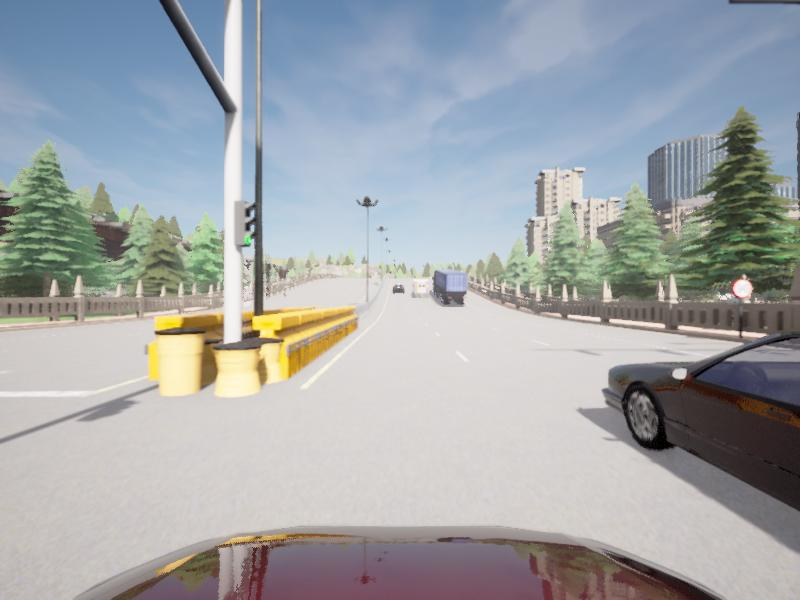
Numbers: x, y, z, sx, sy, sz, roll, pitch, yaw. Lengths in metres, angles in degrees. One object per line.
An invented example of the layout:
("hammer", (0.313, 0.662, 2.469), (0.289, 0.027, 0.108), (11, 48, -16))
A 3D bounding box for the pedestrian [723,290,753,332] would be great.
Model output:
("pedestrian", (15.283, 0.492, 18.112), (0.751, 1.860, 0.751), (0, 0, 2))

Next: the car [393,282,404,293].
("car", (-0.237, -2.204, 69.894), (1.970, 1.475, 3.806), (0, 7, 0))

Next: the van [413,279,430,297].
("van", (3.296, -1.996, 63.976), (2.351, 2.431, 6.366), (0, 7, 0))

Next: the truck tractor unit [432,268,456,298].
("truck tractor unit", (6.801, -2.820, 63.275), (3.053, 4.208, 6.516), (0, 7, 0))

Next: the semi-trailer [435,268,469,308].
("semi-trailer", (6.848, -2.042, 55.405), (2.717, 4.402, 14.254), (0, 6, 0))

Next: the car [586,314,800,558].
("car", (3.502, 0.896, 2.667), (2.033, 1.411, 5.357), (0, 0, 0))
